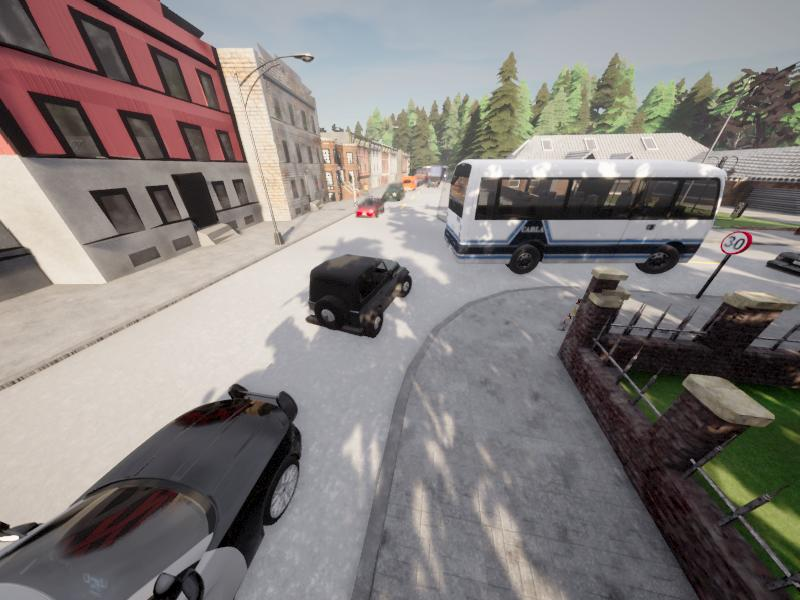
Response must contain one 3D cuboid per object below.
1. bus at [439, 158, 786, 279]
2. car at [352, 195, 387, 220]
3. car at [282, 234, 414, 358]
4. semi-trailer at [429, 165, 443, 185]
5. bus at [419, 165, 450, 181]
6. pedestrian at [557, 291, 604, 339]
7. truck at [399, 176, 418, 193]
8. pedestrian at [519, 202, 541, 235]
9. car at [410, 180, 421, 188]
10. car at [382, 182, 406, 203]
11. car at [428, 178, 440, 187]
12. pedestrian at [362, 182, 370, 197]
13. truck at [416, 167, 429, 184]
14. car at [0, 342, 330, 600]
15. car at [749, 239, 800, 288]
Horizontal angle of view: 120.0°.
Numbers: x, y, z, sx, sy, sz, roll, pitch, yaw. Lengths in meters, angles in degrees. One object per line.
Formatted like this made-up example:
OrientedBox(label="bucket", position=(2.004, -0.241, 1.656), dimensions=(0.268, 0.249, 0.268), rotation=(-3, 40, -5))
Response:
OrientedBox(label="bus", position=(7.312, -3.714, 10.187), dimensions=(10.273, 4.253, 3.944), rotation=(0, 30, -1))
OrientedBox(label="car", position=(-2.682, -8.696, 21.541), dimensions=(2.007, 1.525, 4.514), rotation=(5, 30, 9))
OrientedBox(label="car", position=(-1.096, -0.484, 6.953), dimensions=(1.905, 1.878, 3.866), rotation=(11, 32, 18))
OrientedBox(label="semi-trailer", position=(9.774, -33.563, 61.721), dimensions=(2.717, 4.402, 14.254), rotation=(5, 30, 9))
OrientedBox(label="bus", position=(11.849, -43.921, 79.825), dimensions=(10.273, 4.253, 3.944), rotation=(-19, 36, -28))
OrientedBox(label="pedestrian", position=(4.609, 0.398, 5.961), dimensions=(0.500, 1.100, 0.500), rotation=(5, 30, 9))
OrientedBox(label="truck", position=(1.609, -21.237, 42.335), dimensions=(2.627, 2.467, 5.204), rotation=(5, 30, 9))
OrientedBox(label="pedestrian", position=(8.465, -5.309, 15.067), dimensions=(0.751, 1.860, 0.751), rotation=(20, 35, 30))
OrientedBox(label="car", position=(3.397, -25.710, 51.241), dimensions=(1.895, 1.301, 4.718), rotation=(5, 30, 9))
OrientedBox(label="car", position=(-0.681, -14.597, 31.233), dimensions=(2.150, 2.045, 5.566), rotation=(5, 31, 9))
OrientedBox(label="car", position=(7.905, -27.164, 53.386), dimensions=(2.242, 1.667, 4.611), rotation=(5, 30, 9))
OrientedBox(label="pedestrian", position=(-5.051, -16.493, 34.456), dimensions=(0.751, 1.860, 0.751), rotation=(5, 30, 8))
OrientedBox(label="truck", position=(6.410, -35.537, 65.735), dimensions=(2.891, 3.827, 8.468), rotation=(5, 30, 8))
OrientedBox(label="car", position=(-2.664, 2.731, 1.635), dimensions=(1.930, 1.638, 5.238), rotation=(5, 30, 9))
OrientedBox(label="car", position=(17.976, -1.157, 8.616), dimensions=(5.357, 1.411, 2.033), rotation=(5, 30, 9))
